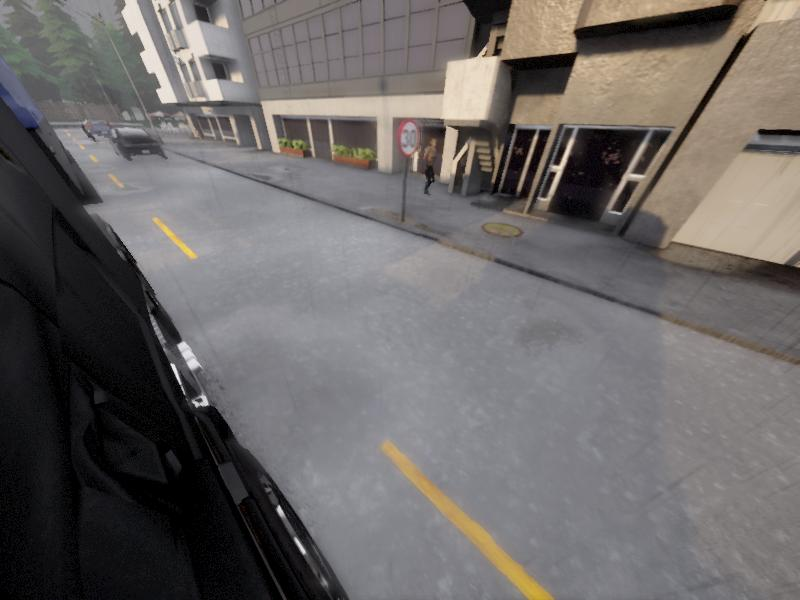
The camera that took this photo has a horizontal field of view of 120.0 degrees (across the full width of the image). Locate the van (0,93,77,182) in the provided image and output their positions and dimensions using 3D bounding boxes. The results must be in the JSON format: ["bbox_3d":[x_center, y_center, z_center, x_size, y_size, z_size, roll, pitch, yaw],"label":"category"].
[{"bbox_3d":[-16.358,-6.949,9.727,5.915,2.561,1.988,28,44,30],"label":"van"}]

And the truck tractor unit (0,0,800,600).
[{"bbox_3d":[-2.645,-0.295,0.352,6.516,4.208,3.053,28,44,30],"label":"truck tractor unit"}]

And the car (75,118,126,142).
[{"bbox_3d":[-29.122,-16.554,22.425,5.027,1.651,2.152,28,44,30],"label":"car"}]

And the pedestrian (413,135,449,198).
[{"bbox_3d":[1.071,-4.771,8.290,0.751,1.860,0.751,-24,45,-31],"label":"pedestrian"}]

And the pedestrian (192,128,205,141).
[{"bbox_3d":[-21.114,-17.317,24.211,0.500,1.100,0.500,16,39,17],"label":"pedestrian"}]

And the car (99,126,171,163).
[{"bbox_3d":[-16.176,-9.564,14.073,4.892,1.490,1.837,28,44,30],"label":"car"}]

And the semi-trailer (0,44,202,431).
[{"bbox_3d":[-8.698,-3.613,4.217,14.254,4.402,2.717,28,44,30],"label":"semi-trailer"}]
